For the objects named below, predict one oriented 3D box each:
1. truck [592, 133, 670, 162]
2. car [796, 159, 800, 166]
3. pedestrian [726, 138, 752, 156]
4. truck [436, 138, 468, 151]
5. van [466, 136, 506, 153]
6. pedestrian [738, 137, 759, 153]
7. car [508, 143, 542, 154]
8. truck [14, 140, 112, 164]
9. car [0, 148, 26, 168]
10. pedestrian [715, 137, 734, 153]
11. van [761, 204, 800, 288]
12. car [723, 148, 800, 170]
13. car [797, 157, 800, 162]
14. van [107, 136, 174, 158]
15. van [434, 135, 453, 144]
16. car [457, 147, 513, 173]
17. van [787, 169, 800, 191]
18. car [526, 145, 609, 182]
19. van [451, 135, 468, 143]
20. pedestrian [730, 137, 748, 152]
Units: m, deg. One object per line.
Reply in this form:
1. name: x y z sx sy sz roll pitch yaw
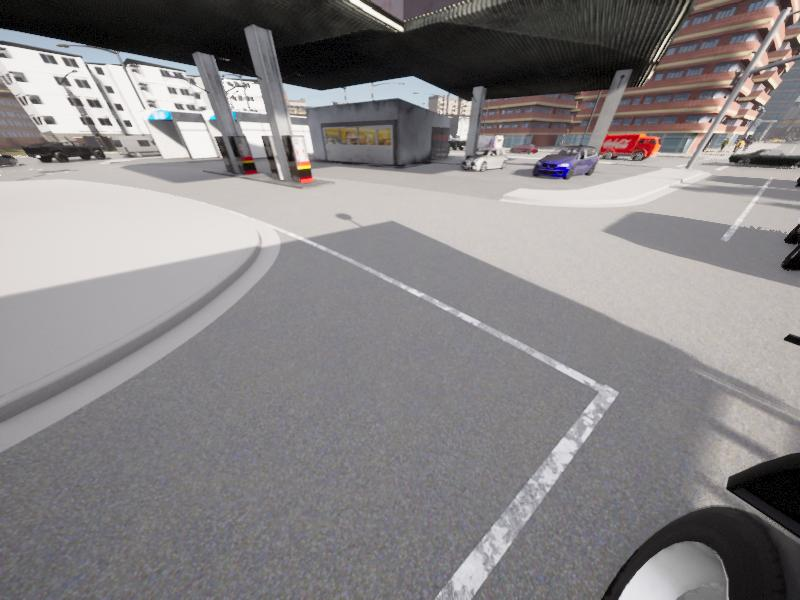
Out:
1. truck: 25.585 -17.125 25.916 2.627 2.467 5.204 -23 40 -29
2. car: 37.962 -13.109 20.619 4.605 1.855 1.932 -22 41 -28
3. pedestrian: 41.560 -18.774 28.344 0.751 1.860 0.751 5 36 7
4. truck: 10.637 -32.183 47.697 2.390 2.098 6.274 -23 41 -29
5. van: 15.483 -28.496 42.144 2.351 2.431 6.366 -23 41 -29
6. pedestrian: 50.035 -22.247 33.212 0.751 1.860 0.751 26 43 32
7. car: 20.051 -24.456 37.297 1.994 1.385 4.181 -22 41 -28
8. truck: -39.548 -17.751 27.572 2.390 2.098 6.274 0 35 0
9. car: -38.999 -13.305 21.751 1.845 1.501 3.633 -7 36 -10
10. pedestrian: 47.638 -22.751 33.920 0.751 1.860 0.751 -21 40 -26
11. van: 9.373 -1.517 4.234 4.480 2.038 2.069 -22 41 -28
12. car: 31.494 -11.925 19.492 1.895 1.301 4.718 -22 41 -28
13. car: 43.875 -15.519 23.998 4.605 1.855 1.932 -22 41 -28
14. van: -37.920 -22.673 34.165 1.988 2.561 5.915 9 36 13
15. van: 15.448 -57.111 82.233 6.366 2.431 2.351 -23 41 -27
16. car: 6.722 -11.123 18.279 3.806 1.475 1.970 -22 41 -28
17. van: 22.227 -6.761 11.573 4.480 2.038 2.069 -23 41 -27
18. car: 10.648 -8.813 14.692 4.611 1.667 2.242 -22 41 -28
19. van: 22.217 -59.971 85.990 6.366 2.431 2.351 -23 41 -27
20. pedestrian: 51.053 -23.380 34.814 0.751 1.860 0.751 -24 42 -30
